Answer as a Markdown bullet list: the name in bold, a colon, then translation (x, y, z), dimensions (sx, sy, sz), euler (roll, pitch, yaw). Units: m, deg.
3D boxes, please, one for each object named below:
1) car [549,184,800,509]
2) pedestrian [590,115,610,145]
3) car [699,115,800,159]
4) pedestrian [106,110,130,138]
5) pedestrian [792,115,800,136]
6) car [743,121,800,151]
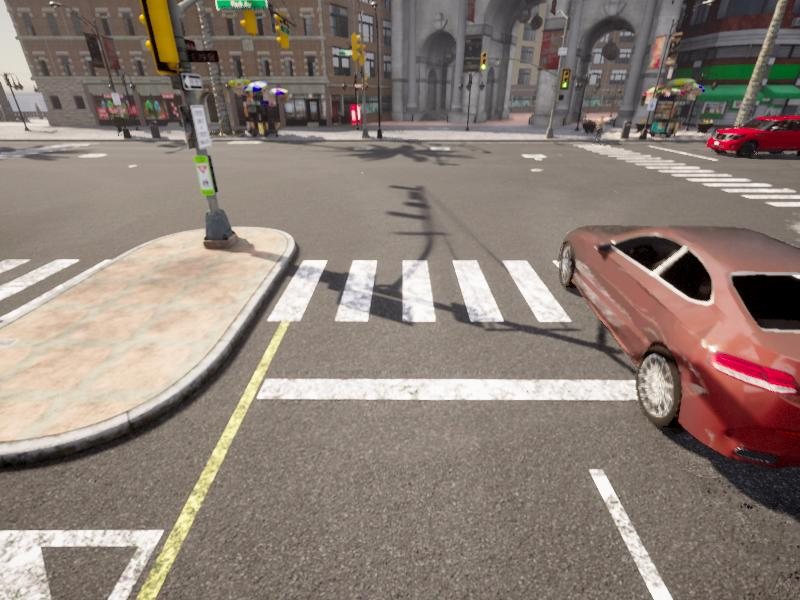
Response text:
- **car**: translation (3.758, -0.135, 5.152), dimensions (2.152, 1.651, 5.027), euler (2, 27, 5)
- **pedestrian**: translation (13.678, -11.644, 27.365), dimensions (0.751, 1.860, 0.751), euler (8, 28, 15)
- **car**: translation (20.303, -8.976, 21.994), dimensions (5.566, 2.045, 2.150), euler (0, 27, 0)
- **pedestrian**: translation (-21.485, -13.401, 30.476), dimensions (0.751, 1.860, 0.751), euler (4, 27, 7)
- **pedestrian**: translation (32.443, -14.192, 32.015), dimensions (0.751, 1.860, 0.751), euler (-10, 29, -18)
- **car**: translation (24.419, -10.337, 25.183), dimensions (3.705, 1.549, 1.789), euler (0, 27, 0)
